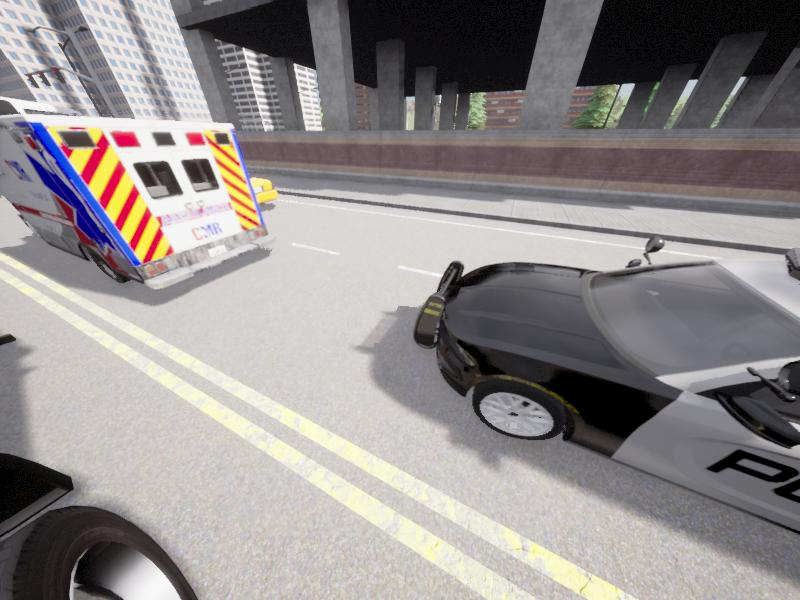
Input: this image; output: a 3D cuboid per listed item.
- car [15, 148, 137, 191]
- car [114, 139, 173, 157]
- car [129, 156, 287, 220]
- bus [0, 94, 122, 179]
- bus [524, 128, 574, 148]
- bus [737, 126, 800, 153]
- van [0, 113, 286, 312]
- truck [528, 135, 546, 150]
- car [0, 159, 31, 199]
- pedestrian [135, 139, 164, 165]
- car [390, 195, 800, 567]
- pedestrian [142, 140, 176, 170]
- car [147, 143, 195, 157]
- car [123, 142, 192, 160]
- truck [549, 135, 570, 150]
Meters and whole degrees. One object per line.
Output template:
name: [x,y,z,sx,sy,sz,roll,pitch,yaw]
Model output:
car: [-17.442,-7.178,12.519,4.611,1.667,2.242,15,38,20]
car: [-34.359,-20.526,31.149,1.932,1.855,4.605,17,38,22]
car: [-7.155,-4.377,8.693,5.366,1.575,1.801,15,38,20]
bus: [-27.581,-12.671,18.009,3.944,4.253,10.273,-20,40,-24]
bus: [39.988,-43.828,62.588,10.273,4.253,3.944,15,38,20]
bus: [79.644,-33.057,47.577,10.273,4.253,3.944,15,38,20]
van: [-6.018,-2.196,4.876,6.366,2.431,2.351,15,38,20]
truck: [29.444,-34.058,49.949,2.615,2.467,5.204,15,38,20]
car: [-19.739,-5.510,10.279,4.902,1.511,2.128,15,38,20]
pedestrian: [-21.636,-12.777,19.958,0.751,1.860,0.751,15,38,19]
car: [2.711,0.472,1.831,5.238,1.638,1.930,15,38,20]
pedestrian: [-17.477,-10.532,16.803,0.751,1.860,0.751,3,35,3]
car: [-30.645,-20.198,31.057,1.970,1.475,3.806,15,38,20]
car: [-28.709,-17.889,27.653,1.930,1.638,5.238,15,38,20]
truck: [33.354,-33.000,48.474,2.615,2.467,5.204,15,38,20]
